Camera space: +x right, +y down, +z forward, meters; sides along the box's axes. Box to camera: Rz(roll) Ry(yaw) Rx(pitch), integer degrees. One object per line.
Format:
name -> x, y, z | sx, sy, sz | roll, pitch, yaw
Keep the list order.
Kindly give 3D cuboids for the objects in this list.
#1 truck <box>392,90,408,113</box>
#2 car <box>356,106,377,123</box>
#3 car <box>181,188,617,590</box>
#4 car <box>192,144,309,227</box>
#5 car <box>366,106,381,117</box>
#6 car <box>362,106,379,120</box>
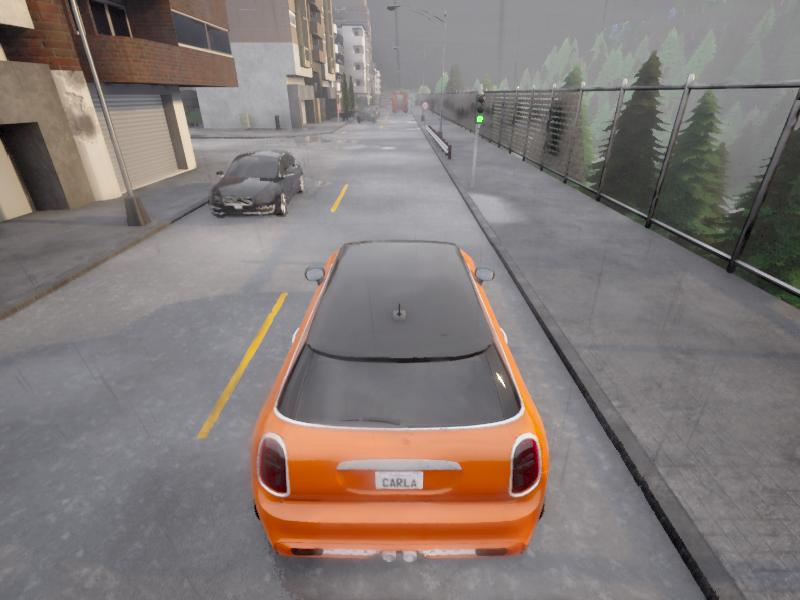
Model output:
truck -> 0.007, -38.398, 77.163 | 2.891, 3.827, 8.468 | 0, 27, 0
car -> -3.993, -22.515, 48.472 | 2.097, 1.767, 4.553 | 0, 27, 0
car -> -0.002, 0.152, 4.353 | 2.097, 1.767, 4.553 | 0, 27, 0
car -> -4.152, -3.668, 12.118 | 1.837, 1.490, 4.892 | -1, 27, -2
car -> -3.993, -28.783, 61.019 | 1.970, 1.475, 3.806 | 0, 27, 0
car -> -3.994, -25.673, 54.851 | 1.801, 1.575, 5.366 | 0, 27, 0
